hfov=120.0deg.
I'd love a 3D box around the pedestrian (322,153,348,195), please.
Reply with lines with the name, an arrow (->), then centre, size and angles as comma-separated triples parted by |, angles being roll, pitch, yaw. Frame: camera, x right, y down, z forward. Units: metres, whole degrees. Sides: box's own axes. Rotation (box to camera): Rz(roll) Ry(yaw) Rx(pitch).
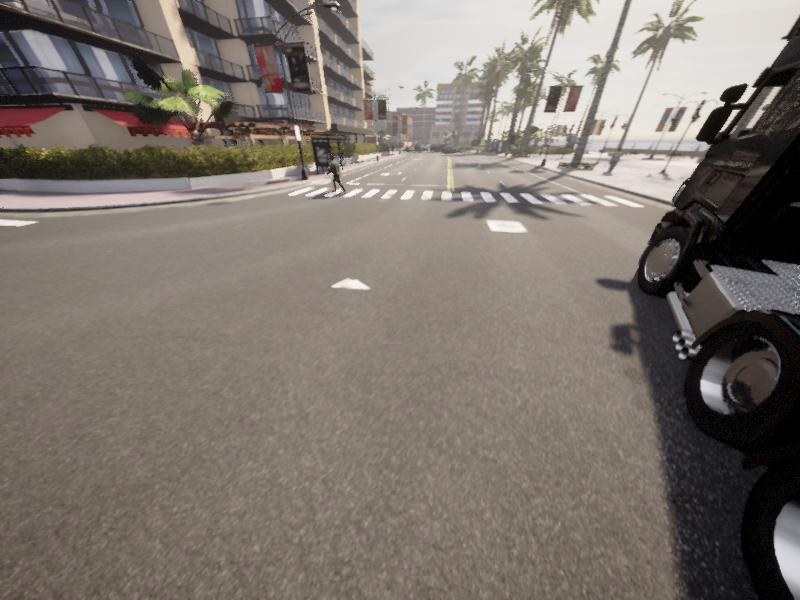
pedestrian -> -3.307, -6.485, 11.923 | 0.751, 1.860, 0.751 | 6, 35, 9

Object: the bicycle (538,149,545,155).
bicycle -> 30.426, -31.937, 49.681 | 0.373, 1.024, 1.643 | 5, 35, 8

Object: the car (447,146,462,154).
car -> 14.415, -40.106, 61.662 | 2.152, 1.651, 5.027 | -6, 35, -8

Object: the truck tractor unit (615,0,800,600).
truck tractor unit -> 4.516, -0.660, 1.316 | 3.053, 4.208, 6.516 | 21, 40, 27

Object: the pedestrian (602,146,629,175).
pedestrian -> 16.797, -10.895, 18.070 | 0.751, 1.860, 0.751 | 14, 37, 20

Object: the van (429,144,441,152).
van -> 9.875, -43.193, 65.620 | 1.775, 1.987, 4.442 | -8, 35, -11

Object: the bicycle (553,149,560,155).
bicycle -> 33.404, -31.666, 49.278 | 0.373, 1.024, 1.643 | 5, 35, 8

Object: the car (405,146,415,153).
car -> 2.779, -42.767, 65.419 | 1.851, 1.617, 3.988 | -8, 35, -11

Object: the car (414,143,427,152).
car -> 5.846, -44.109, 66.927 | 2.150, 2.045, 5.566 | -8, 35, -11

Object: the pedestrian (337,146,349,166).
pedestrian -> -6.221, -15.726, 25.203 | 0.751, 1.860, 0.751 | 5, 35, 8
